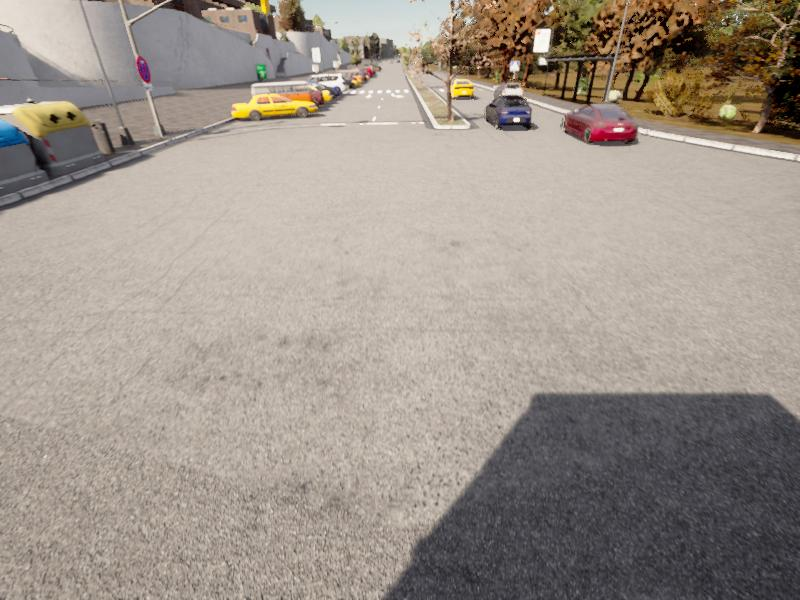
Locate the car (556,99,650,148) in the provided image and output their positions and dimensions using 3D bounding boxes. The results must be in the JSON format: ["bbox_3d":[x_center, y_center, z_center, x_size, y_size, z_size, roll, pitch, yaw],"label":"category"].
[{"bbox_3d":[8.738,-7.907,17.693,1.994,1.385,4.181,-1,32,0],"label":"car"}]

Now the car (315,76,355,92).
[{"bbox_3d":[-8.305,-27.674,51.200,4.674,1.452,2.002,-12,32,-16],"label":"car"}]

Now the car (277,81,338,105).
[{"bbox_3d":[-8.242,-18.544,35.814,4.892,1.521,2.231,-12,33,-16],"label":"car"}]

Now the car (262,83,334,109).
[{"bbox_3d":[-8.412,-16.976,33.200,5.366,1.575,1.946,-12,33,-16],"label":"car"}]

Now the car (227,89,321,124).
[{"bbox_3d":[-8.036,-12.448,25.638,5.366,1.575,1.946,-12,32,-16],"label":"car"}]

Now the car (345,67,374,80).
[{"bbox_3d":[-8.477,-47.831,84.331,5.566,2.045,2.435,-12,33,-16],"label":"car"}]

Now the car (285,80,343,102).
[{"bbox_3d":[-8.265,-20.079,38.374,5.008,1.535,2.097,-12,32,-16],"label":"car"}]

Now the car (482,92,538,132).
[{"bbox_3d":[5.717,-10.101,21.313,1.816,1.474,4.193,-1,31,0],"label":"car"}]

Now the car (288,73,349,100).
[{"bbox_3d":[-8.303,-21.816,40.790,5.566,2.045,2.435,-12,33,-16],"label":"car"}]

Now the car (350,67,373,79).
[{"bbox_3d":[-8.353,-49.399,86.939,4.442,1.987,1.878,-12,33,-16],"label":"car"}]

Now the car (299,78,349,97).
[{"bbox_3d":[-8.289,-23.137,43.496,4.892,1.521,2.231,-12,32,-16],"label":"car"}]

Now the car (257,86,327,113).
[{"bbox_3d":[-8.254,-15.444,30.703,4.792,1.488,2.163,-12,33,-16],"label":"car"}]

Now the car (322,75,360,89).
[{"bbox_3d":[-8.356,-30.715,56.318,4.792,1.488,2.163,-12,32,-16],"label":"car"}]

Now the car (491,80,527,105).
[{"bbox_3d":[8.663,-16.691,32.135,1.845,1.501,3.633,-1,31,0],"label":"car"}]

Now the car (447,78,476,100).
[{"bbox_3d":[5.640,-19.672,37.202,1.882,1.535,5.008,-1,31,0],"label":"car"}]

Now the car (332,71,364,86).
[{"bbox_3d":[-8.335,-35.420,63.959,4.553,1.767,2.185,-12,32,-16],"label":"car"}]

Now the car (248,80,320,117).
[{"bbox_3d":[-8.116,-14.160,28.061,4.442,1.987,1.878,-12,32,-16],"label":"car"}]

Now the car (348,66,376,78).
[{"bbox_3d":[-8.447,-50.959,89.447,5.566,2.045,2.435,-12,33,-16],"label":"car"}]

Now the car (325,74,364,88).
[{"bbox_3d":[-8.167,-32.307,58.935,5.366,1.575,1.946,-12,32,-16],"label":"car"}]

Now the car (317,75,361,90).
[{"bbox_3d":[-8.147,-29.271,53.798,5.366,1.575,1.946,-12,32,-16],"label":"car"}]

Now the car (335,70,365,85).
[{"bbox_3d":[-8.269,-37.054,66.509,4.442,1.987,1.878,-12,32,-16],"label":"car"}]
